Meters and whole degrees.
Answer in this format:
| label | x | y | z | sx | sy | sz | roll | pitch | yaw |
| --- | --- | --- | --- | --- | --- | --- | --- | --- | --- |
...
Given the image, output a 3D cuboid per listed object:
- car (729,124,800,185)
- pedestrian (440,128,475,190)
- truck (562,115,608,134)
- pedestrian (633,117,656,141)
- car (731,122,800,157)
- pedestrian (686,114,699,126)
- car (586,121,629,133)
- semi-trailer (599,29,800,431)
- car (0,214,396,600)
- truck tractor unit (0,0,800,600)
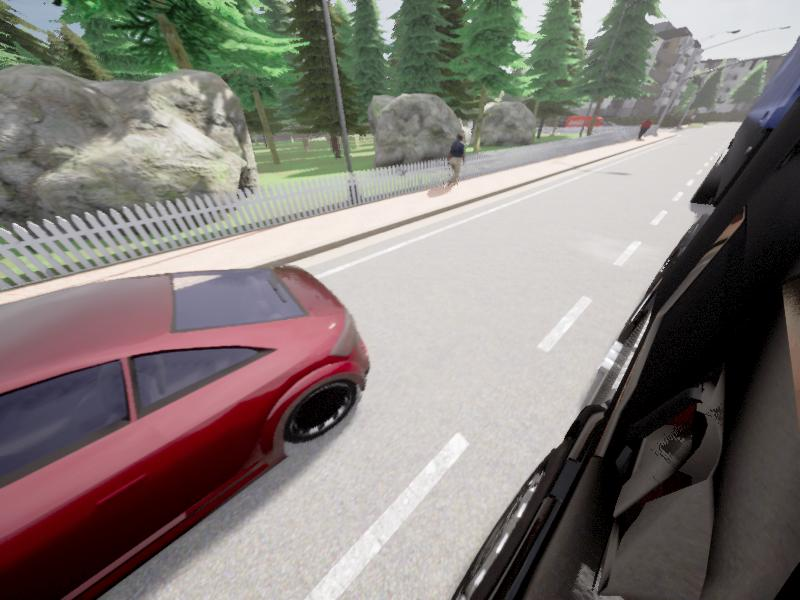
| label | x | y | z | sx | sy | sz | roll | pitch | yaw |
| --- | --- | --- | --- | --- | --- | --- | --- | --- | --- |
| car | 16.143 | -6.369 | 9.833 | 5.366 | 1.575 | 1.801 | -30 | 46 | -30 |
| pedestrian | 2.107 | -5.246 | 8.654 | 0.751 | 1.860 | 0.751 | -28 | 44 | -30 |
| truck | 31.701 | -30.178 | 39.789 | 2.627 | 2.467 | 5.204 | -27 | 43 | -29 |
| pedestrian | 23.706 | -16.596 | 22.426 | 0.751 | 1.860 | 0.751 | -28 | 44 | -30 |
| car | 23.308 | -10.219 | 14.572 | 4.792 | 1.488 | 2.163 | -28 | 44 | -30 |
| pedestrian | 57.790 | -35.628 | 45.644 | 0.751 | 1.860 | 0.751 | -25 | 42 | -27 |
| car | 35.985 | -30.080 | 40.193 | 2.128 | 1.511 | 4.902 | -27 | 43 | -29 |
| semi-trailer | 8.628 | -3.655 | 4.290 | 14.254 | 4.402 | 2.717 | -29 | 44 | -30 |
| car | -2.308 | 0.801 | 1.581 | 4.181 | 1.385 | 1.994 | -28 | 44 | -30 |
| truck tractor unit | 2.645 | -0.295 | 0.352 | 6.516 | 4.208 | 3.053 | -28 | 44 | -30 |
